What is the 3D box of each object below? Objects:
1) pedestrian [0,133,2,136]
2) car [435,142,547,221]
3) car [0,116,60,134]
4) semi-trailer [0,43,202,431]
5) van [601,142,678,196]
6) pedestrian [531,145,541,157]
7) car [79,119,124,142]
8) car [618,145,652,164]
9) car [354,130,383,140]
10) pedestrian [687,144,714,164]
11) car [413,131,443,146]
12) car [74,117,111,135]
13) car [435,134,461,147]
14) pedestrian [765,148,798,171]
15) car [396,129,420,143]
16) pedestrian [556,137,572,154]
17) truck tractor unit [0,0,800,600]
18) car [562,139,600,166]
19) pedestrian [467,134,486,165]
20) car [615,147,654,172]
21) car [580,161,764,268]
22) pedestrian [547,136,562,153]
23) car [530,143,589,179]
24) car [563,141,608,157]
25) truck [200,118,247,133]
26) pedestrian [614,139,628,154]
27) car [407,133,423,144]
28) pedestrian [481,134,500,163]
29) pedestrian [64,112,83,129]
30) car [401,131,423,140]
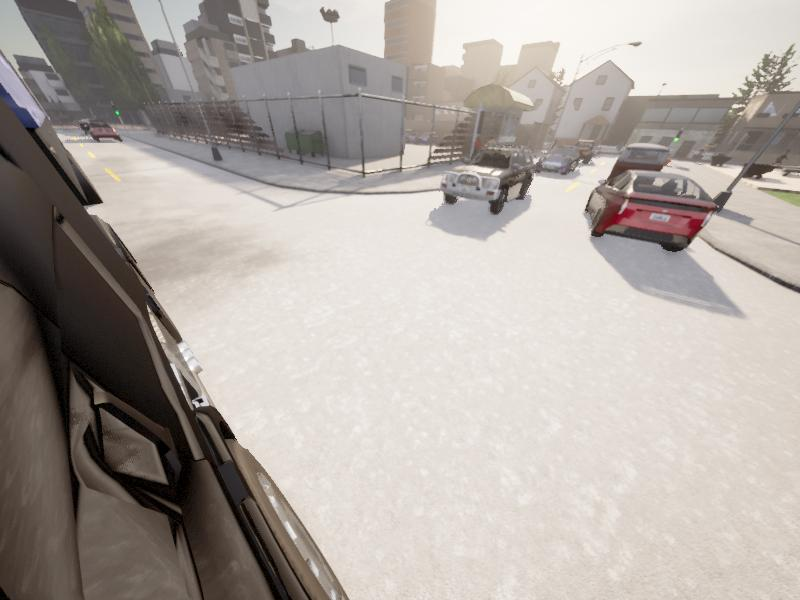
[{"bbox_3d":[-36.529,-15.496,20.206,0.751,1.860,0.751,-22,43,-29],"label":"pedestrian"},{"bbox_3d":[3.399,-4.529,8.344,1.932,1.855,4.605,27,43,29],"label":"car"},{"bbox_3d":[-41.597,-19.670,25.983,4.193,1.474,1.816,12,38,12],"label":"car"},{"bbox_3d":[-8.694,-3.613,4.223,14.254,4.402,2.717,28,44,30],"label":"semi-trailer"},{"bbox_3d":[12.522,-7.101,12.272,1.775,1.987,4.442,28,44,30],"label":"van"},{"bbox_3d":[14.659,-16.049,24.871,0.500,1.100,0.500,32,46,33],"label":"pedestrian"},{"bbox_3d":[-28.628,-16.269,22.169,3.988,1.617,1.851,28,44,30],"label":"car"},{"bbox_3d":[26.965,-16.758,26.504,2.163,1.488,4.792,28,44,30],"label":"car"},{"bbox_3d":[-5.889,-31.393,43.858,2.033,1.415,5.357,28,44,30],"label":"car"},{"bbox_3d":[33.153,-16.150,25.547,0.751,1.860,0.751,-2,37,-7],"label":"pedestrian"},{"bbox_3d":[4.399,-25.388,36.297,2.242,1.667,4.611,28,44,30],"label":"car"},{"bbox_3d":[-38.389,-21.872,28.987,1.930,1.638,5.238,-27,46,-33],"label":"car"},{"bbox_3d":[7.297,-24.358,35.224,1.816,1.474,4.193,28,44,30],"label":"car"},{"bbox_3d":[38.256,-14.140,23.193,0.751,1.860,0.751,30,45,31],"label":"pedestrian"},{"bbox_3d":[1.283,-27.340,38.526,1.905,1.878,3.866,28,44,30],"label":"car"},{"bbox_3d":[21.364,-20.112,30.089,0.751,1.860,0.751,-19,42,-26],"label":"pedestrian"},{"bbox_3d":[-2.645,-0.295,0.351,6.516,4.208,3.053,28,44,30],"label":"truck tractor unit"},{"bbox_3d":[17.261,-14.124,22.026,1.905,1.878,3.866,28,43,29],"label":"car"},{"bbox_3d":[5.683,-11.215,17.194,0.751,1.860,0.751,28,44,29],"label":"pedestrian"},{"bbox_3d":[20.488,-12.372,20.242,1.816,1.474,4.193,28,44,30],"label":"car"},{"bbox_3d":[6.655,-2.746,6.467,2.007,1.525,4.514,22,41,23],"label":"car"},{"bbox_3d":[20.770,-20.902,31.105,0.751,1.860,0.751,-14,40,-21],"label":"pedestrian"},{"bbox_3d":[11.148,-9.768,16.036,2.033,1.649,4.856,28,44,30],"label":"car"},{"bbox_3d":[25.371,-20.868,31.860,2.128,1.511,4.902,-1,37,-5],"label":"car"},{"bbox_3d":[-33.443,-33.174,44.001,2.390,2.098,6.274,28,44,30],"label":"truck"},{"bbox_3d":[34.670,-24.087,36.247,0.751,1.860,0.751,25,42,27],"label":"pedestrian"},{"bbox_3d":[2.373,-25.908,37.035,1.481,1.379,2.207,28,44,30],"label":"car"},{"bbox_3d":[7.308,-12.270,18.721,0.751,1.860,0.751,-29,47,-35],"label":"pedestrian"},{"bbox_3d":[-48.047,-26.397,34.007,0.751,1.860,0.751,-27,46,-34],"label":"pedestrian"},{"bbox_3d":[2.641,-38.126,53.435,4.892,1.490,1.837,28,44,30],"label":"car"}]
